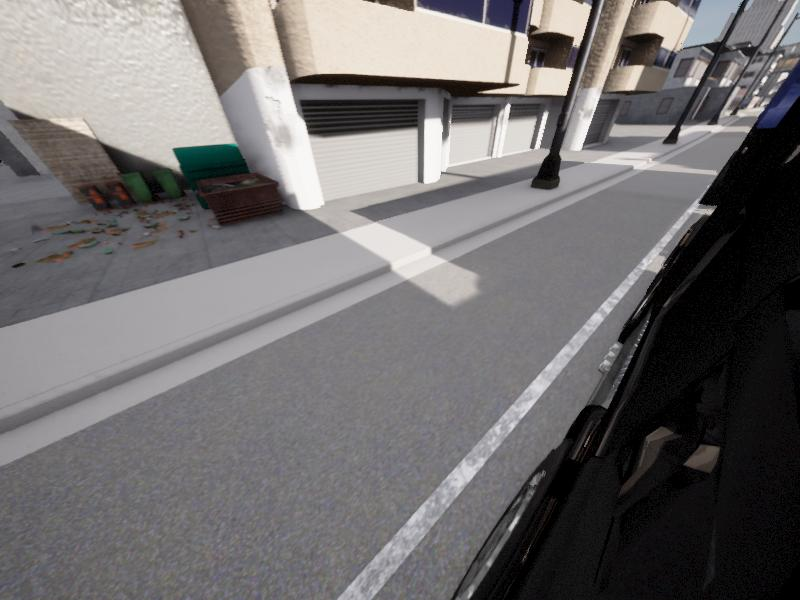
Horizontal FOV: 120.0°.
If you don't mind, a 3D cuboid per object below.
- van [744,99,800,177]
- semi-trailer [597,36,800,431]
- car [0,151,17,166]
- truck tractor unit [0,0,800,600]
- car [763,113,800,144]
[{"bbox_3d":[18.068,-7.211,10.014,6.366,2.431,2.351,-27,43,-28],"label":"van"},{"bbox_3d":[8.722,-3.592,4.200,14.254,4.402,2.717,-28,43,-29],"label":"semi-trailer"},{"bbox_3d":[-52.828,-17.404,28.743,4.902,1.511,2.128,-27,43,-28],"label":"car"},{"bbox_3d":[2.645,-0.295,0.351,6.516,4.208,3.053,-28,44,-30],"label":"truck tractor unit"},{"bbox_3d":[28.522,-12.309,16.511,4.902,1.511,2.128,-28,44,-28],"label":"car"}]
